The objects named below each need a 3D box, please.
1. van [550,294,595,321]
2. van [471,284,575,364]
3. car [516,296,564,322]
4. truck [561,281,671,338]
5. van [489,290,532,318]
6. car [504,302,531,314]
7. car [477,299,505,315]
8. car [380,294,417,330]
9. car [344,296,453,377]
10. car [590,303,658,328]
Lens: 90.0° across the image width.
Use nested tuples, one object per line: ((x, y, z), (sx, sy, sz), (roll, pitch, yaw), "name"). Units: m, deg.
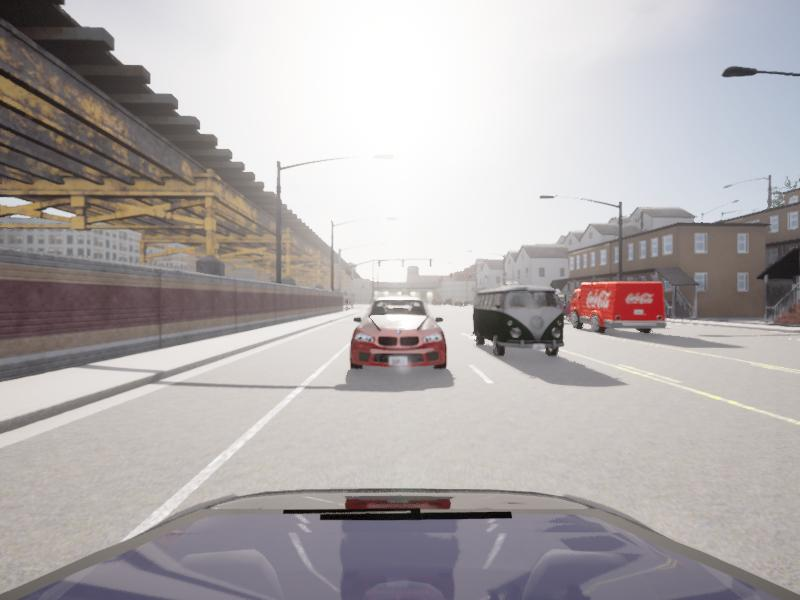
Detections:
((13.868, 0.571, 32.450), (1.775, 1.987, 4.442), (0, 0, 0), "van")
((3.453, 0.590, 12.170), (1.775, 1.987, 4.442), (0, 0, 0), "van")
((10.384, 0.630, 30.071), (1.932, 1.855, 4.605), (0, 0, 0), "car")
((10.423, 0.360, 19.989), (2.627, 2.467, 5.204), (0, 1, 0), "truck")
((10.356, 0.350, 38.045), (2.351, 2.431, 6.366), (0, 0, 0), "van")
((13.718, 0.909, 46.901), (1.895, 1.301, 4.718), (0, 0, 1), "car")
((10.326, 0.744, 45.608), (2.033, 1.649, 4.856), (0, 0, 0), "car")
((-0.088, 0.630, 22.613), (1.905, 1.878, 3.866), (0, 0, 0), "car")
((-0.040, 0.747, 10.578), (2.242, 1.667, 4.611), (0, 0, 0), "car")
((13.896, 0.889, 25.121), (1.994, 1.385, 4.181), (0, 0, 1), "car")
